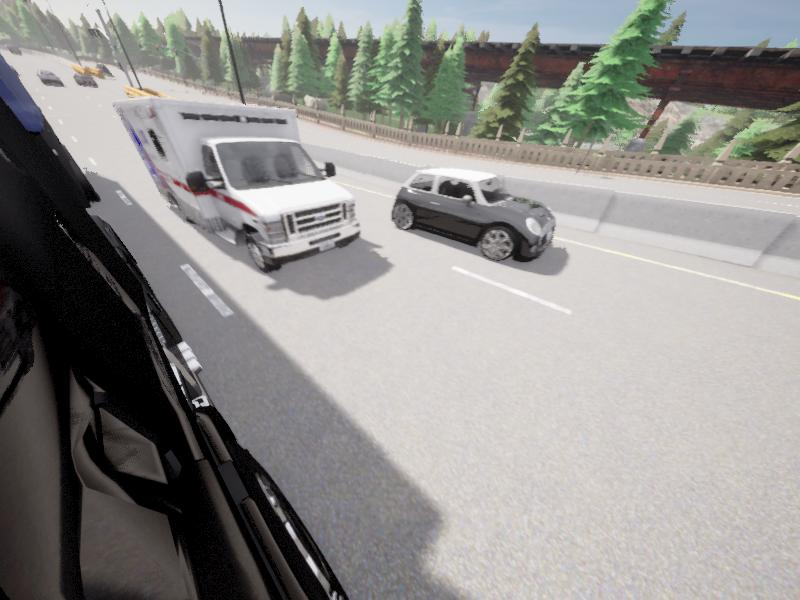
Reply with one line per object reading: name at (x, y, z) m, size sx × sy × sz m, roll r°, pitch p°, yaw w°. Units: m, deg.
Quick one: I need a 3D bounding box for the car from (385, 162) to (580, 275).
car at (1.710, -2.276, 5.665) m, size 3.806 × 1.475 × 1.970 m, roll 28°, pitch 43°, yaw 30°

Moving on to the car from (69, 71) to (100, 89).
car at (-47.165, -32.870, 34.524) m, size 4.181 × 1.385 × 1.994 m, roll 34°, pitch 46°, yaw 25°

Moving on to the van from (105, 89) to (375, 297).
van at (-3.691, -2.834, 5.230) m, size 6.366 × 2.431 × 2.351 m, roll 28°, pitch 43°, yaw 30°

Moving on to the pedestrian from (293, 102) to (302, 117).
pedestrian at (-17.557, -32.695, 39.603) m, size 0.751 × 1.860 × 0.751 m, roll 34°, pitch 46°, yaw 25°

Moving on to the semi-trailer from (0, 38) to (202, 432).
semi-trailer at (-8.681, -3.661, 4.177) m, size 14.254 × 4.402 × 2.717 m, roll 29°, pitch 44°, yaw 29°

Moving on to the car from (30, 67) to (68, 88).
car at (-47.072, -29.806, 30.971) m, size 5.357 × 1.411 × 2.033 m, roll 34°, pitch 46°, yaw 25°

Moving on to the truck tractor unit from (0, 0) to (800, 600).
truck tractor unit at (-2.645, -0.295, 0.352) m, size 6.516 × 4.208 × 3.053 m, roll 28°, pitch 44°, yaw 30°
